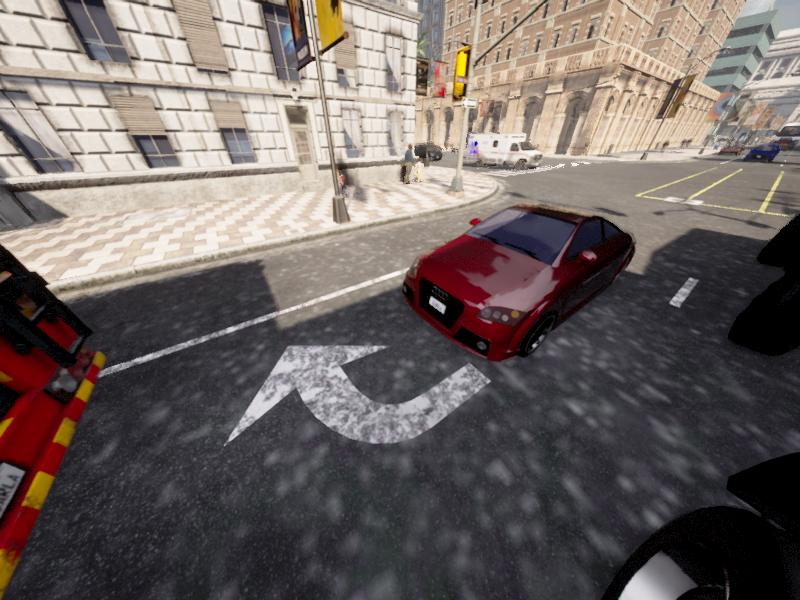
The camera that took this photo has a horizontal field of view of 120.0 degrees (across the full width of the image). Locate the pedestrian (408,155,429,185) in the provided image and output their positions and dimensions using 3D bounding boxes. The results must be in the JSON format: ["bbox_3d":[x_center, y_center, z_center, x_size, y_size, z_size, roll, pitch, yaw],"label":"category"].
[{"bbox_3d":[0.964,-6.896,12.261,0.751,1.300,0.751,-20,40,-26],"label":"pedestrian"}]

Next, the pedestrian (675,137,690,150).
[{"bbox_3d":[50.742,-28.070,41.477,0.751,1.860,0.751,-20,40,-25],"label":"pedestrian"}]

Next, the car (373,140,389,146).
[{"bbox_3d":[-6.567,-54.490,79.959,5.366,1.575,1.801,-22,40,-28],"label":"car"}]

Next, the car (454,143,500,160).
[{"bbox_3d":[9.383,-18.461,28.678,1.801,1.575,5.366,-22,41,-28],"label":"car"}]

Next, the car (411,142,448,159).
[{"bbox_3d":[3.702,-19.614,30.280,2.242,1.667,4.611,-22,41,-28],"label":"car"}]

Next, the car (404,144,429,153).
[{"bbox_3d":[2.954,-27.123,41.266,1.895,1.301,4.718,-22,41,-28],"label":"car"}]

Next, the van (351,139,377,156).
[{"bbox_3d":[-5.623,-23.865,36.061,2.069,2.038,4.480,-22,40,-28],"label":"van"}]

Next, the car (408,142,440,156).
[{"bbox_3d":[3.571,-23.232,35.441,1.930,1.638,5.238,-22,40,-28],"label":"car"}]

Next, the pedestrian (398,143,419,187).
[{"bbox_3d":[0.401,-6.900,11.785,0.751,1.860,0.751,-20,40,-26],"label":"pedestrian"}]

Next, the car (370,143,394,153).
[{"bbox_3d":[-3.476,-28.912,43.767,2.033,1.411,5.357,-22,40,-27],"label":"car"}]

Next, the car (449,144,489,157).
[{"bbox_3d":[9.781,-21.553,33.228,2.033,1.411,5.357,-22,41,-28],"label":"car"}]

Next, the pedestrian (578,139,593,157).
[{"bbox_3d":[23.142,-19.048,28.867,0.751,1.860,0.751,24,42,30],"label":"pedestrian"}]

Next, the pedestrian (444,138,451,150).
[{"bbox_3d":[9.130,-30.035,44.560,0.751,1.860,0.751,-16,38,-21],"label":"pedestrian"}]

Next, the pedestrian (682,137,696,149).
[{"bbox_3d":[54.888,-29.787,43.887,0.751,1.860,0.751,-22,41,-28],"label":"pedestrian"}]

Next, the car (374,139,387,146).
[{"bbox_3d":[-6.448,-52.225,76.460,3.866,1.878,1.905,-22,40,-28],"label":"car"}]

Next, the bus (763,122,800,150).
[{"bbox_3d":[78.225,-32.797,46.217,10.273,4.253,3.944,-22,41,-28],"label":"bus"}]

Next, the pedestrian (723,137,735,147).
[{"bbox_3d":[76.419,-36.780,53.660,0.751,1.860,0.751,24,42,30],"label":"pedestrian"}]

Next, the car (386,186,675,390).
[{"bbox_3d":[2.107,-0.747,3.772,4.181,1.385,1.994,-22,41,-28],"label":"car"}]

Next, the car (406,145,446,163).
[{"bbox_3d":[2.807,-16.796,26.409,2.007,1.525,4.514,-22,41,-28],"label":"car"}]

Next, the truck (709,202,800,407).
[{"bbox_3d":[6.938,-0.536,2.836,6.274,2.098,2.390,-22,40,-28],"label":"truck"}]

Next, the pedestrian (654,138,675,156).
[{"bbox_3d":[33.917,-19.635,29.624,0.751,1.860,0.751,-10,36,-13],"label":"pedestrian"}]

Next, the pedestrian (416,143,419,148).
[{"bbox_3d":[3.964,-34.817,52.045,0.500,1.100,0.500,28,44,34],"label":"pedestrian"}]

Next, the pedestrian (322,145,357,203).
[{"bbox_3d":[-2.283,-4.790,8.809,0.751,1.860,0.751,-26,43,-32],"label":"pedestrian"}]

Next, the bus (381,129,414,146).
[{"bbox_3d":[-0.683,-53.144,75.653,10.273,4.253,3.944,-22,40,-28],"label":"bus"}]

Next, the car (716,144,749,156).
[{"bbox_3d":[46.956,-21.242,32.601,4.718,1.301,1.895,-22,41,-28],"label":"car"}]

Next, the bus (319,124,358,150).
[{"bbox_3d":[-13.473,-34.955,49.957,3.944,4.253,10.273,-22,39,-28],"label":"bus"}]

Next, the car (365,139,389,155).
[{"bbox_3d":[-3.954,-25.961,39.144,1.932,1.855,4.605,-22,43,-28],"label":"car"}]

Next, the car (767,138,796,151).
[{"bbox_3d":[68.701,-28.033,41.593,3.866,1.878,1.905,-22,41,-28],"label":"car"}]

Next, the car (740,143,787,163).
[{"bbox_3d":[38.078,-15.415,24.192,5.008,1.535,1.882,-22,41,-27],"label":"car"}]

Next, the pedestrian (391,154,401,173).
[{"bbox_3d":[-0.268,-9.749,16.493,0.500,1.100,0.500,-17,38,-22],"label":"pedestrian"}]

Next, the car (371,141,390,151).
[{"bbox_3d":[-4.324,-33.189,49.728,2.007,1.525,4.514,-22,40,-27],"label":"car"}]

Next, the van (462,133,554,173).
[{"bbox_3d":[8.640,-12.433,19.393,2.351,2.431,6.366,-22,41,-28],"label":"van"}]

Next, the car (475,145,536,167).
[{"bbox_3d":[10.241,-14.378,22.925,2.038,1.542,4.974,-24,41,-30],"label":"car"}]
